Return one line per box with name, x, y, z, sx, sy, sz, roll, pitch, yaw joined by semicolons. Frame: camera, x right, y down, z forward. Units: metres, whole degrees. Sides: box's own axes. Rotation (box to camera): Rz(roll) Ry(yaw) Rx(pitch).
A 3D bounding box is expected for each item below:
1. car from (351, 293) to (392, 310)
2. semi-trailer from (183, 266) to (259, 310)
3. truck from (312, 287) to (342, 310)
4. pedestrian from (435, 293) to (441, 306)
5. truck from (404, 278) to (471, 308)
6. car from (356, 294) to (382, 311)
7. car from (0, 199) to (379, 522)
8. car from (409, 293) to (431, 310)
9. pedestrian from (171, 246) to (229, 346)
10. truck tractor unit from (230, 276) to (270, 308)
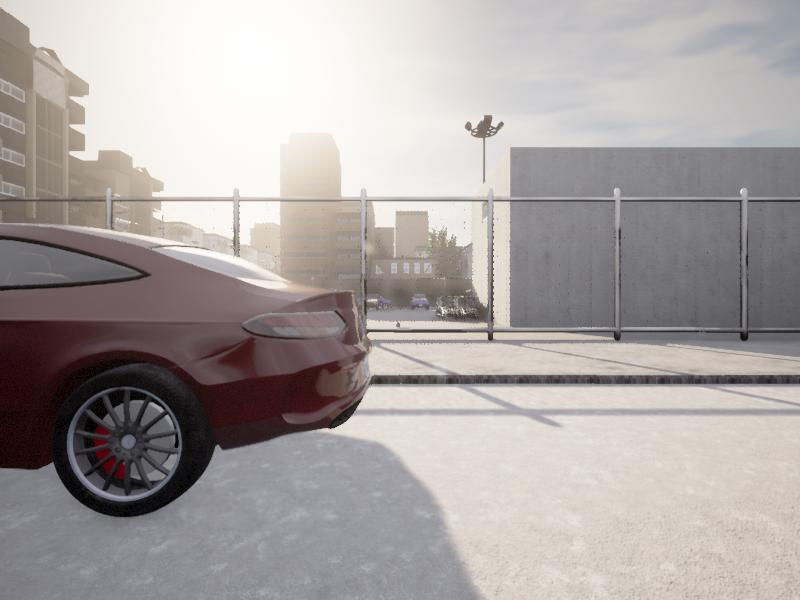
car;-2.600;0.146;37.405;3.705;1.547;1.789;0;0;0
semi-trailer;-20.710;-1.218;47.834;2.717;4.402;14.254;0;0;0
truck;-6.788;-0.094;37.725;2.069;2.038;4.478;0;0;0
pedestrian;5.253;-0.067;54.984;0.751;1.860;0.751;0;0;7
truck;4.747;-0.919;52.015;8.468;3.827;2.891;0;0;0
car;-2.827;0.218;37.564;2.033;1.415;5.357;0;0;0
car;-2.524;0.270;2.687;4.674;1.442;1.812;0;0;0
car;1.852;0.156;37.981;1.845;1.501;3.633;0;0;0
pedestrian;-3.911;-0.075;7.878;0.751;1.860;0.751;0;0;0
truck tractor unit;-20.729;-1.123;55.747;3.053;4.208;6.516;0;0;0
